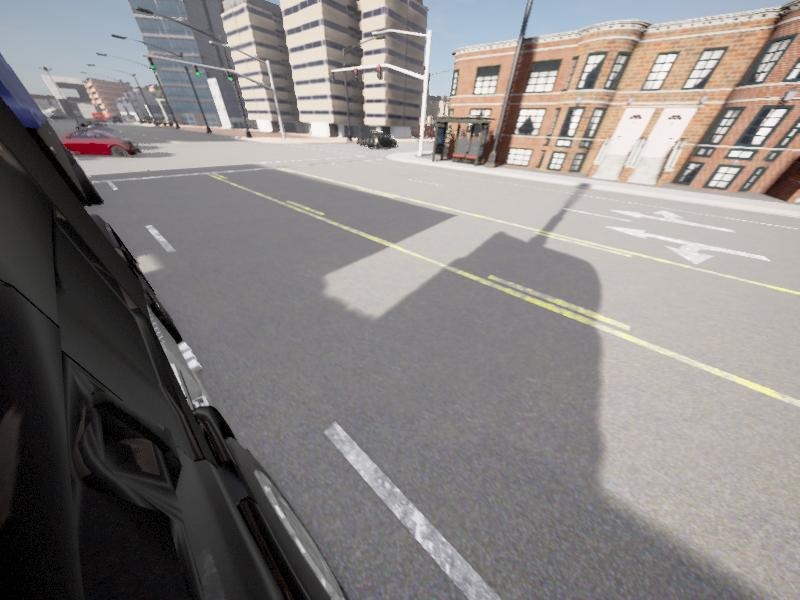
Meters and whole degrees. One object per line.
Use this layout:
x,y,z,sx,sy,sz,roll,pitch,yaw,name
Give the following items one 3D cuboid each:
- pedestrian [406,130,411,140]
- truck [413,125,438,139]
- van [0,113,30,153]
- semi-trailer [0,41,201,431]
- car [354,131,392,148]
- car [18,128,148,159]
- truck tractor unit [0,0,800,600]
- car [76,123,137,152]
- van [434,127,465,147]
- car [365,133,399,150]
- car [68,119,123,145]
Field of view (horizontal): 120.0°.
2.093,-40.712,56.917,0.751,1.860,0.751,-22,43,-29,pedestrian
9.237,-61.373,84.382,8.468,3.827,2.891,26,42,30,truck
-25.553,-9.675,13.356,1.775,1.987,4.442,-8,38,-16,van
-8.698,-3.598,4.238,14.254,4.402,2.717,28,43,30,semi-trailer
-3.617,-22.219,31.968,1.930,1.638,5.238,28,43,30,car
-19.137,-9.691,14.316,4.181,1.385,1.994,-14,40,-21,car
-2.645,-0.295,0.351,6.516,4.208,3.053,28,44,30,truck tractor unit
-22.831,-12.659,17.933,4.974,1.542,2.038,28,43,30,car
8.409,-27.540,39.167,1.988,2.561,5.915,28,43,30,van
-2.203,-19.939,29.021,1.851,1.617,3.988,28,43,30,car
-28.312,-15.639,21.459,4.611,1.667,2.242,28,44,29,car
